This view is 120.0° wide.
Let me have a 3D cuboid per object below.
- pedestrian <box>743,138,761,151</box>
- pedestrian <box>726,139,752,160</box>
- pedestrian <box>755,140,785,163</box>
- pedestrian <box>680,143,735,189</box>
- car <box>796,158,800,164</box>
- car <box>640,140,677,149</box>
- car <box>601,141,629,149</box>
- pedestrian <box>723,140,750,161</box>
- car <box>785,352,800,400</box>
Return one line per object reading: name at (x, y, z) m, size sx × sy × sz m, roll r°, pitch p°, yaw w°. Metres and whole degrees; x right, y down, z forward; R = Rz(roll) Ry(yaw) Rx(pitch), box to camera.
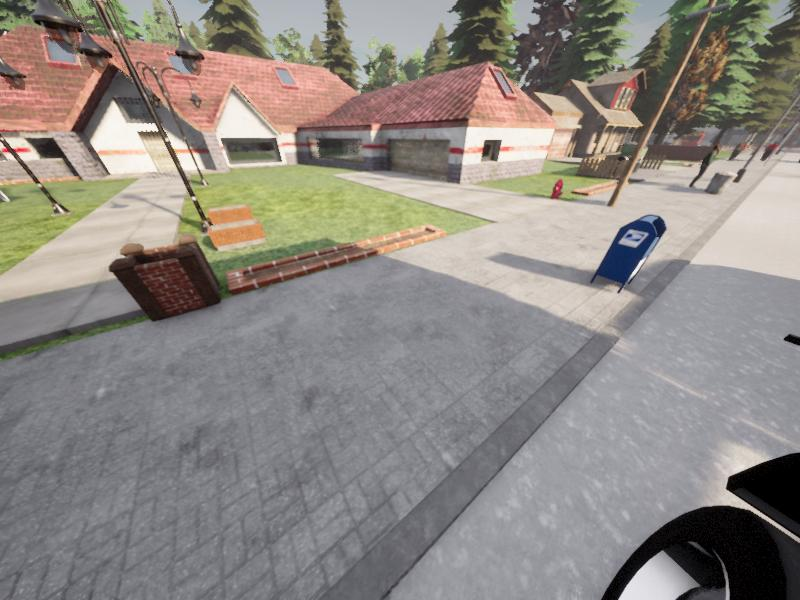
pedestrian at (61.594, -27.193, 40.442) m, size 0.751 × 1.860 × 0.751 m, roll 24°, pitch 42°, yaw 30°
pedestrian at (37.066, -16.426, 25.250) m, size 0.751 × 1.860 × 0.751 m, roll -22°, pitch 41°, yaw -28°
pedestrian at (36.431, -14.665, 22.765) m, size 0.751 × 1.860 × 0.751 m, roll -20°, pitch 40°, yaw -26°
pedestrian at (14.993, -6.569, 11.343) m, size 0.751 × 1.860 × 0.751 m, roll 26°, pitch 43°, yaw 32°
car at (42.517, -14.732, 23.414) m, size 4.193 × 1.474 × 1.816 m, roll -22°, pitch 41°, yaw -28°
car at (57.910, -35.038, 51.943) m, size 2.152 × 1.651 × 5.027 m, roll -22°, pitch 41°, yaw -28°
car at (53.328, -38.550, 57.433) m, size 1.812 × 1.442 × 4.674 m, roll -22°, pitch 41°, yaw -28°
pedestrian at (35.006, -15.578, 24.053) m, size 0.751 × 1.860 × 0.751 m, roll -22°, pitch 41°, yaw -28°
car at (6.611, 0.121, 2.237) m, size 4.605 × 1.855 × 1.932 m, roll -17°, pitch 39°, yaw -25°
